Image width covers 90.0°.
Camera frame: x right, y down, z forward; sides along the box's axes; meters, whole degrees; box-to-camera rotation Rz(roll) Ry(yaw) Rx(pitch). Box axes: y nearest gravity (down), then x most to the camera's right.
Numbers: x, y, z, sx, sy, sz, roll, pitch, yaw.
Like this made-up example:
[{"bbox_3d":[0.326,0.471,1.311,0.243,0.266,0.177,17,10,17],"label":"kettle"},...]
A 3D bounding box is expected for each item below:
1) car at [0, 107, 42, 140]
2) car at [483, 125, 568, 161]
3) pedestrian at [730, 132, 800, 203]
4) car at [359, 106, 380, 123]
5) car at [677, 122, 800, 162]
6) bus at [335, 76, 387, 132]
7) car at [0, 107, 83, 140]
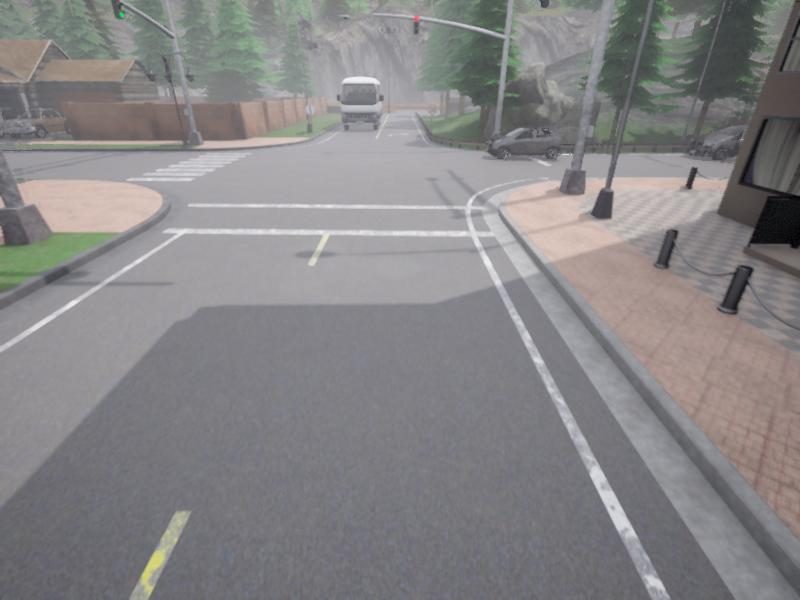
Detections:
[{"bbox_3d":[-27.516,-12.176,27.534,1.905,1.878,3.866,0,27,-1],"label":"car"},{"bbox_3d":[6.348,-8.109,20.603,3.633,1.501,1.845,0,27,-1],"label":"car"},{"bbox_3d":[10.559,-3.821,11.580,0.751,1.860,0.751,-1,27,-2],"label":"pedestrian"},{"bbox_3d":[-3.490,-21.840,47.040,2.128,1.511,4.902,0,27,0],"label":"car"},{"bbox_3d":[17.583,-8.215,20.727,4.611,1.667,2.242,0,27,-1],"label":"car"},{"bbox_3d":[-3.367,-18.901,38.391,3.944,4.253,10.273,0,27,0],"label":"bus"},{"bbox_3d":[-25.012,-12.378,27.933,1.932,1.855,4.605,0,27,-1],"label":"car"}]
